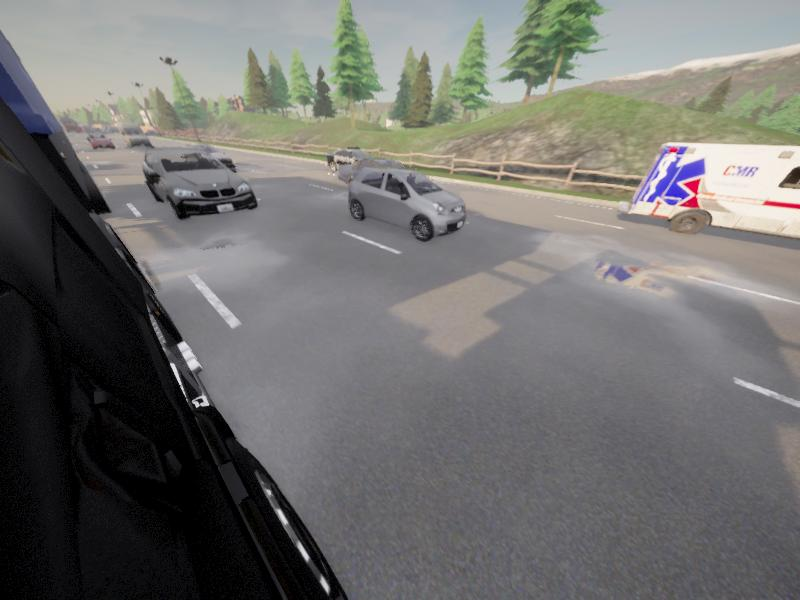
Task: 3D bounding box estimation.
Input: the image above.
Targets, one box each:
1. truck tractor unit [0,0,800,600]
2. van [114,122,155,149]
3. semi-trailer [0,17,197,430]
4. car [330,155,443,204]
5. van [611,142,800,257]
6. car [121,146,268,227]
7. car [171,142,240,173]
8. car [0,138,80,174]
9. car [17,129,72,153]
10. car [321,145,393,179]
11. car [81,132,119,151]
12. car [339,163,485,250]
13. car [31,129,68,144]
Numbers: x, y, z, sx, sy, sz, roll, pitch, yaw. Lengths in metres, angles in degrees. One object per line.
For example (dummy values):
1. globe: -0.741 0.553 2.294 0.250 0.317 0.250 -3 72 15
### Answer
1. truck tractor unit: -2.645 -0.295 0.351 6.516 4.208 3.053 28 44 30
2. van: -34.009 -21.018 29.550 5.915 2.561 1.988 27 42 31
3. semi-trailer: -8.639 -3.541 4.426 14.254 4.402 2.717 27 40 31
4. car: -0.825 -6.041 11.257 5.357 1.411 2.033 27 42 31
5. van: 10.909 -3.044 6.832 6.366 2.431 2.351 27 42 31
6. car: -6.895 -4.046 7.745 4.611 1.667 2.242 27 42 31
7. car: -13.658 -10.037 16.139 5.357 1.411 2.033 27 42 31
8. car: -20.345 -8.235 13.126 4.181 1.385 1.994 27 42 31
9. car: -33.210 -14.975 21.726 5.027 1.651 2.152 27 42 31
10. car: -3.118 -9.948 16.499 5.238 1.638 1.930 27 42 31
11. car: -32.520 -17.201 25.050 3.633 1.501 1.845 27 42 31
12. car: 0.195 -2.952 6.768 3.633 1.501 1.845 27 42 31
13. car: -46.470 -21.755 30.702 4.792 1.488 2.163 27 42 31
